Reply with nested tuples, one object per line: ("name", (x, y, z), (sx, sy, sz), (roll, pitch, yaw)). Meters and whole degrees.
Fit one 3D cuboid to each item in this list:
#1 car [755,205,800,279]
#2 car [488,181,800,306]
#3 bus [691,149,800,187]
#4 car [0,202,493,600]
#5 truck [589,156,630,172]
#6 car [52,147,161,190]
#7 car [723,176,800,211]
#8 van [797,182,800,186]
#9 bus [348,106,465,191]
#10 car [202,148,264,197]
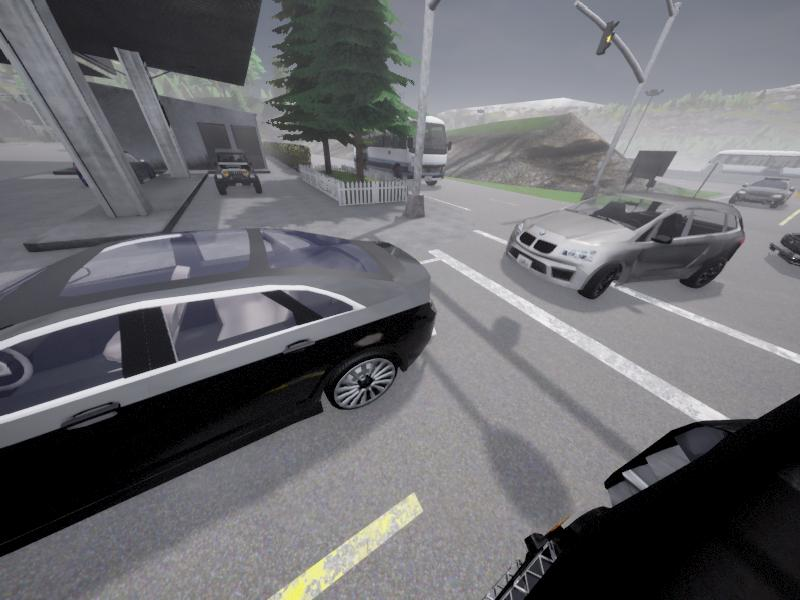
("car", (12.222, -0.556, 4.613), (5.357, 1.411, 2.033), (29, 41, 34))
("car", (4.765, -1.396, 5.003), (4.611, 1.667, 2.242), (-5, 34, -14))
("bus", (54.945, -20.876, 36.176), (3.944, 4.253, 10.273), (-16, 38, -26))
("car", (-1.948, 0.339, 1.921), (4.902, 1.511, 2.128), (-16, 38, -26))
("truck", (43.168, -28.073, 47.719), (2.627, 2.467, 5.204), (-16, 38, -26))
("car", (-15.822, -7.473, 12.935), (2.242, 1.667, 4.611), (-16, 38, -26))
("car", (23.823, -7.057, 15.052), (4.974, 1.542, 2.038), (-16, 38, -26))
("van", (64.670, -18.083, 34.781), (1.775, 1.987, 4.442), (-16, 38, -26))
("bus", (-0.335, -11.896, 18.345), (3.944, 4.253, 10.273), (-16, 38, -26))
("car", (-8.743, -6.875, 12.283), (1.905, 1.878, 3.866), (-16, 38, -26))
